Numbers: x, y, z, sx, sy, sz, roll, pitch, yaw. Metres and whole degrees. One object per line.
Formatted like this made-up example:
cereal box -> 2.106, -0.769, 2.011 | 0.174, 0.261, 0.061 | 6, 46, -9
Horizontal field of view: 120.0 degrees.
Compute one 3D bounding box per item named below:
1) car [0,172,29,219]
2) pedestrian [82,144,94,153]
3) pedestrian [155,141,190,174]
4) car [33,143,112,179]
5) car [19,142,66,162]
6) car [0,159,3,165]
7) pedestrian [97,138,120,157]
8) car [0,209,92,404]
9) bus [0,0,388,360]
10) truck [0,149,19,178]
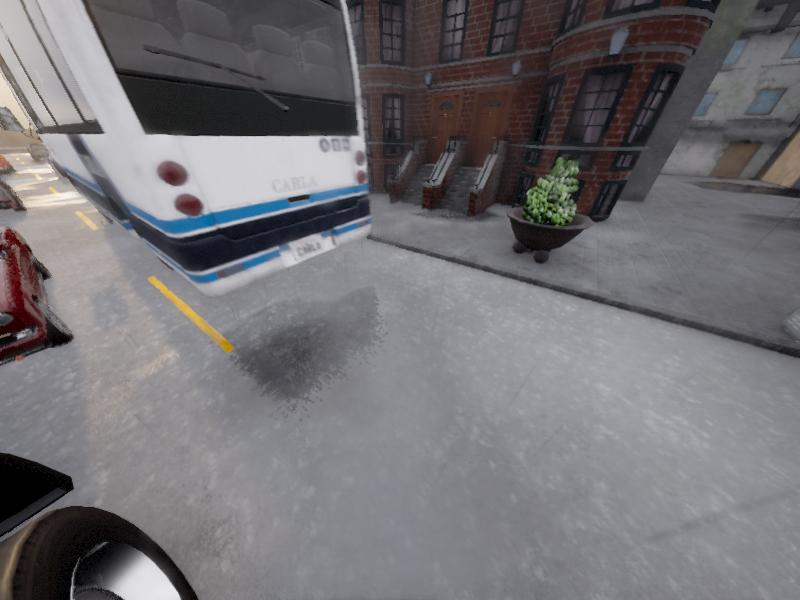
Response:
car -> -15.081, -3.738, 7.905 | 4.181, 1.385, 1.994 | 23, 41, 28
pedestrian -> -46.580, -22.671, 34.516 | 0.500, 1.100, 0.500 | -11, 37, -16
pedestrian -> -15.433, -9.715, 15.734 | 0.751, 1.860, 0.751 | 14, 37, 18
car -> -22.224, -9.528, 15.697 | 4.553, 1.767, 2.097 | 22, 41, 28
car -> -38.710, -16.090, 25.020 | 4.856, 1.649, 2.033 | 23, 41, 28
car -> -39.142, -13.608, 21.267 | 3.866, 1.878, 1.905 | 22, 40, 28
pedestrian -> -35.137, -18.389, 27.888 | 0.751, 1.860, 0.751 | 14, 37, 19
car -> -6.207, -0.109, 2.902 | 4.718, 1.301, 1.895 | 22, 41, 28
bus -> -5.594, -3.659, 5.370 | 10.273, 4.253, 3.944 | 23, 41, 28
truck -> -28.336, -9.558, 15.103 | 5.204, 2.467, 2.627 | 23, 41, 29
